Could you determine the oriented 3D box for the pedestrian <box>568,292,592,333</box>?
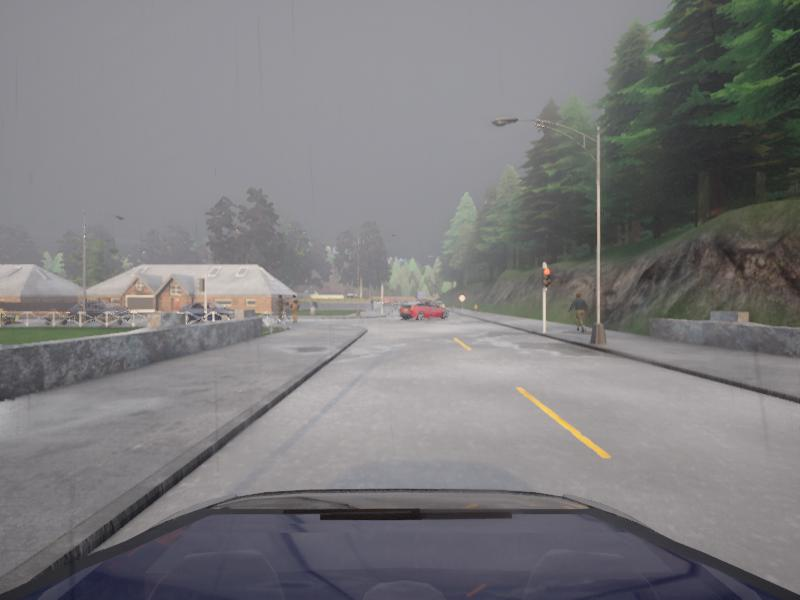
[{"bbox_3d":[8.317,0.557,18.491,0.751,1.860,0.751,0,0,2],"label":"pedestrian"}]

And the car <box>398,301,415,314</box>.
[{"bbox_3d":[0.873,0.886,50.292,2.038,1.542,4.974,0,0,1],"label":"car"}]

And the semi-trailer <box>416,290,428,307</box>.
[{"bbox_3d":[5.909,-0.480,110.845,2.717,4.402,14.254,0,0,1],"label":"semi-trailer"}]

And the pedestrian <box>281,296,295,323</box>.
[{"bbox_3d":[-8.015,0.673,28.627,0.751,1.860,0.751,0,0,10],"label":"pedestrian"}]

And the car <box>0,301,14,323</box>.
[{"bbox_3d":[-31.221,0.858,28.846,5.008,1.535,1.882,0,0,1],"label":"car"}]

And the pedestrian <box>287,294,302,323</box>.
[{"bbox_3d":[-6.859,0.549,26.082,0.751,1.860,0.751,0,0,-31],"label":"pedestrian"}]

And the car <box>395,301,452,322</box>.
[{"bbox_3d":[1.953,0.869,32.348,4.514,1.525,2.007,0,0,-44],"label":"car"}]

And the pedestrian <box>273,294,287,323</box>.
[{"bbox_3d":[-7.741,0.548,25.813,0.751,1.860,0.751,0,0,-3],"label":"pedestrian"}]

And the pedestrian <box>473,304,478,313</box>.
[{"bbox_3d":[8.817,0.972,46.461,0.500,1.100,0.500,0,0,18],"label":"pedestrian"}]

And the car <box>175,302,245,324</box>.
[{"bbox_3d":[-13.478,0.890,28.549,4.193,1.474,1.816,0,0,1],"label":"car"}]

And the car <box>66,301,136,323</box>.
[{"bbox_3d":[-21.373,0.862,28.680,3.633,1.501,1.845,0,0,1],"label":"car"}]
